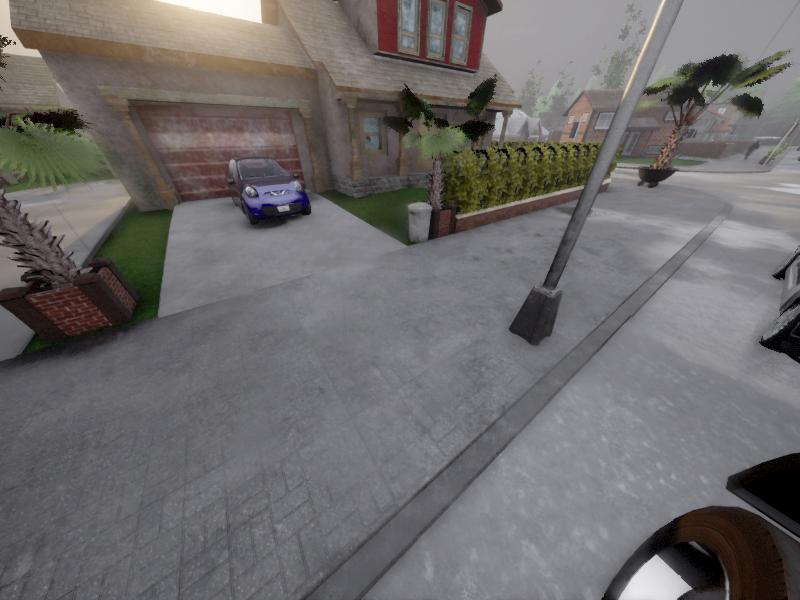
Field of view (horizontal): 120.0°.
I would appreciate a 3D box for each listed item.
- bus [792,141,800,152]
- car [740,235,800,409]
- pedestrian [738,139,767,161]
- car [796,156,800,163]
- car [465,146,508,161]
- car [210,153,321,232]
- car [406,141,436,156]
[{"bbox_3d":[71.660,-27.633,39.007,10.273,4.253,3.944,-21,40,-28],"label":"bus"},{"bbox_3d":[6.545,-0.167,2.711,5.238,1.638,1.930,-22,41,-28],"label":"car"},{"bbox_3d":[35.733,-15.216,23.451,0.751,1.860,0.751,-18,39,-24],"label":"pedestrian"},{"bbox_3d":[43.607,-15.241,23.865,5.027,1.651,2.152,-22,41,-28],"label":"car"},{"bbox_3d":[10.141,-17.410,27.369,1.994,1.385,4.181,-22,41,-28],"label":"car"},{"bbox_3d":[-4.138,-3.475,7.008,1.845,1.501,3.633,-24,42,-30],"label":"car"},{"bbox_3d":[3.115,-23.347,35.468,2.097,1.767,4.553,-22,41,-28],"label":"car"}]
